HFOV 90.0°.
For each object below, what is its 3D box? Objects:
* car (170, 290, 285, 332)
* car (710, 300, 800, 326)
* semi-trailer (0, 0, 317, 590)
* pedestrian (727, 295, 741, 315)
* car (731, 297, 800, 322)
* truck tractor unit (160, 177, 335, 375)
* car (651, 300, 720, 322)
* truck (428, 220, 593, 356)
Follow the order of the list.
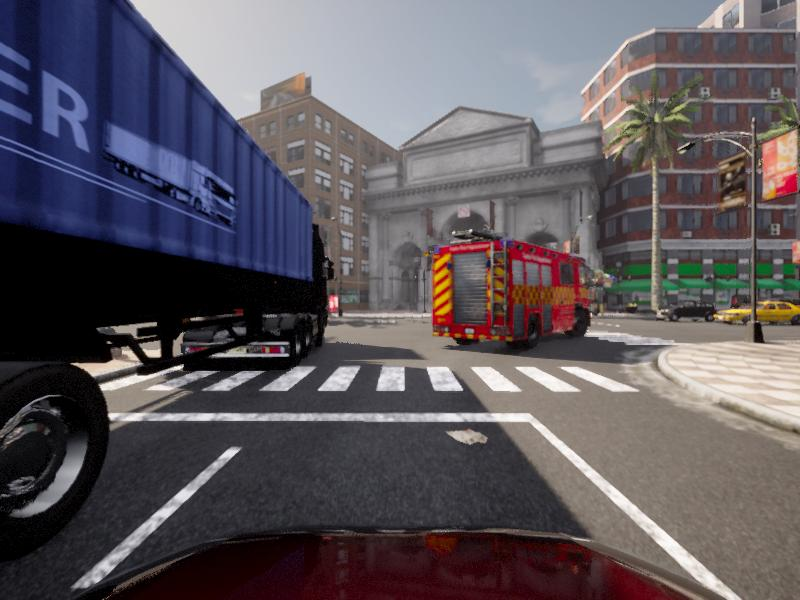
[{"bbox_3d":[-9.500,0.545,22.334,5.566,2.045,2.150,0,0,-35],"label":"car"},{"bbox_3d":[23.019,0.776,25.362,5.366,1.575,1.801,0,0,1],"label":"car"},{"bbox_3d":[-3.565,-0.622,3.939,2.717,4.402,14.254,0,0,-1],"label":"semi-trailer"},{"bbox_3d":[31.374,0.448,37.586,0.751,1.860,0.751,0,0,1],"label":"pedestrian"},{"bbox_3d":[26.978,0.666,28.827,4.553,1.767,2.097,0,0,1],"label":"car"},{"bbox_3d":[-3.774,-0.537,11.848,3.053,4.208,6.516,0,0,-4],"label":"truck tractor unit"},{"bbox_3d":[20.559,0.786,28.912,3.705,1.549,1.789,0,0,0],"label":"car"},{"bbox_3d":[4.755,-0.336,15.498,2.891,3.827,8.468,0,0,40],"label":"truck"}]
